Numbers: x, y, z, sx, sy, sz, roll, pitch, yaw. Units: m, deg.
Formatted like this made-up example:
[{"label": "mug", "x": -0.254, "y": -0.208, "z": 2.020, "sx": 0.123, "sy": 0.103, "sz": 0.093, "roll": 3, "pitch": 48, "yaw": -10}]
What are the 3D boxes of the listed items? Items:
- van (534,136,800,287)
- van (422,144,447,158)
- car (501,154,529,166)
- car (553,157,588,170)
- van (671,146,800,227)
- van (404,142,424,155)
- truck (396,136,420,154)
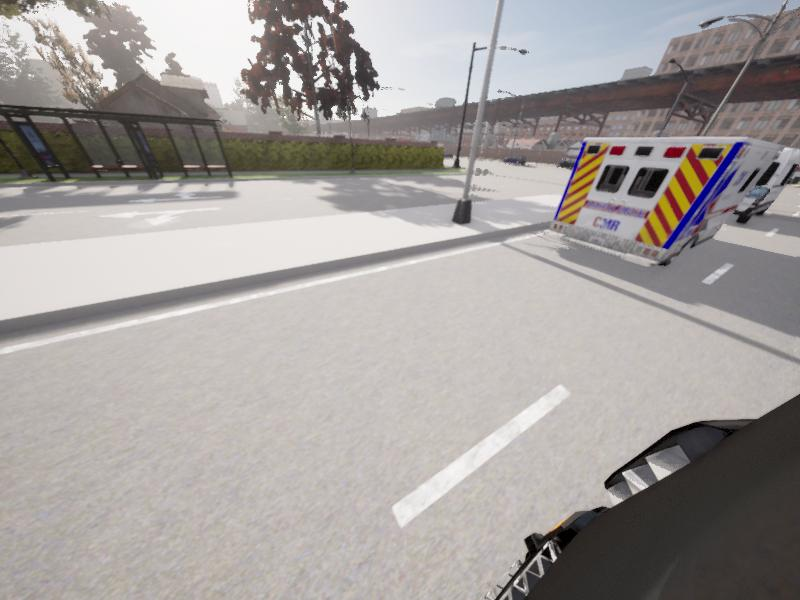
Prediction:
[{"label": "van", "x": 6.993, "y": -2.664, "z": 6.095, "sx": 6.366, "sy": 2.431, "sz": 2.351, "roll": -16, "pitch": 38, "yaw": -26}, {"label": "van", "x": 8.086, "y": -35.434, "z": 54.925, "sx": 2.351, "sy": 2.431, "sz": 6.366, "roll": -16, "pitch": 39, "yaw": -25}, {"label": "car", "x": 19.372, "y": -23.660, "z": 39.040, "sx": 1.789, "sy": 1.549, "sz": 3.705, "roll": -16, "pitch": 38, "yaw": -25}, {"label": "car", "x": 26.010, "y": -20.927, "z": 35.395, "sx": 1.845, "sy": 1.501, "sz": 3.633, "roll": -16, "pitch": 38, "yaw": -25}, {"label": "van", "x": 15.145, "y": -5.095, "z": 10.137, "sx": 5.915, "sy": 2.561, "sz": 1.988, "roll": -16, "pitch": 38, "yaw": -26}, {"label": "van", "x": 3.605, "y": -40.115, "z": 61.229, "sx": 1.988, "sy": 2.561, "sz": 5.915, "roll": -16, "pitch": 39, "yaw": -25}, {"label": "truck", "x": 2.284, "y": -46.058, "z": 68.561, "sx": 2.891, "sy": 3.827, "sz": 8.468, "roll": -16, "pitch": 39, "yaw": -25}]
